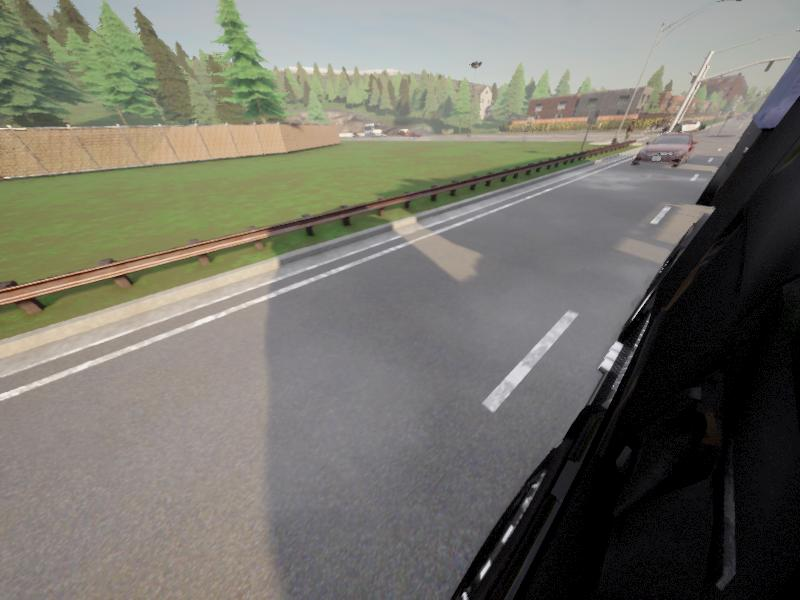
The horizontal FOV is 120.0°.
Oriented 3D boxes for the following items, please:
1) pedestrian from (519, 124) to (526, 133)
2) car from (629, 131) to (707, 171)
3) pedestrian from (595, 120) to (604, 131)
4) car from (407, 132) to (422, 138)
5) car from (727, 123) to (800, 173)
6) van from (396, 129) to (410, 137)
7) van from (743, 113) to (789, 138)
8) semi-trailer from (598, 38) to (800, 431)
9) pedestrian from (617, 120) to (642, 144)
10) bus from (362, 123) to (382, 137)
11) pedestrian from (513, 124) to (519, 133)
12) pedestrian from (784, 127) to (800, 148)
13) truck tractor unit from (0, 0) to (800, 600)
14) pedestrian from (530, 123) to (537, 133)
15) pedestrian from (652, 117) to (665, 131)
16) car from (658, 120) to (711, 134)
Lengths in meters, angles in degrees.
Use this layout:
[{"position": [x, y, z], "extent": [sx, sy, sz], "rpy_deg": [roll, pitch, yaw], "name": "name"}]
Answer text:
[{"position": [31.576, -44.214, 59.520], "extent": [0.751, 1.860, 0.751], "rpy_deg": [-26, 42, -28], "name": "pedestrian"}, {"position": [14.778, -8.297, 12.717], "extent": [4.674, 1.442, 1.812], "rpy_deg": [-28, 43, -30], "name": "car"}, {"position": [42.298, -36.954, 49.024], "extent": [0.751, 1.860, 0.751], "rpy_deg": [-28, 43, -30], "name": "pedestrian"}, {"position": [4.097, -48.092, 67.233], "extent": [1.994, 1.385, 4.181], "rpy_deg": [-28, 43, -30], "name": "car"}, {"position": [18.617, -7.590, 11.367], "extent": [5.027, 1.651, 2.152], "rpy_deg": [-32, 45, -33], "name": "car"}, {"position": [1.045, -53.746, 74.504], "extent": [2.069, 2.038, 4.480], "rpy_deg": [-27, 43, -30], "name": "van"}, {"position": [38.799, -18.579, 24.615], "extent": [4.442, 1.987, 1.775], "rpy_deg": [-28, 43, -30], "name": "van"}, {"position": [8.691, -3.596, 4.253], "extent": [14.254, 4.402, 2.717], "rpy_deg": [-28, 43, -30], "name": "semi-trailer"}, {"position": [22.153, -16.229, 22.314], "extent": [0.751, 1.860, 0.751], "rpy_deg": [-5, 37, -3], "name": "pedestrian"}, {"position": [-11.229, -67.539, 92.068], "extent": [3.944, 4.253, 10.273], "rpy_deg": [-19, 40, -20], "name": "bus"}, {"position": [30.425, -44.819, 60.412], "extent": [0.751, 1.860, 0.751], "rpy_deg": [-28, 43, -30], "name": "pedestrian"}, {"position": [28.685, -11.913, 16.320], "extent": [0.751, 1.860, 0.751], "rpy_deg": [-22, 41, -24], "name": "pedestrian"}, {"position": [2.645, -0.295, 0.351], "extent": [6.516, 4.208, 3.053], "rpy_deg": [-28, 44, -30], "name": "truck tractor unit"}, {"position": [33.380, -42.986, 57.746], "extent": [0.751, 1.860, 0.751], "rpy_deg": [-28, 43, -30], "name": "pedestrian"}, {"position": [45.405, -30.907, 40.604], "extent": [0.751, 1.860, 0.751], "rpy_deg": [-28, 43, -30], "name": "pedestrian"}, {"position": [45.141, -27.584, 36.756], "extent": [4.974, 1.542, 2.038], "rpy_deg": [3, 37, 7], "name": "car"}]
